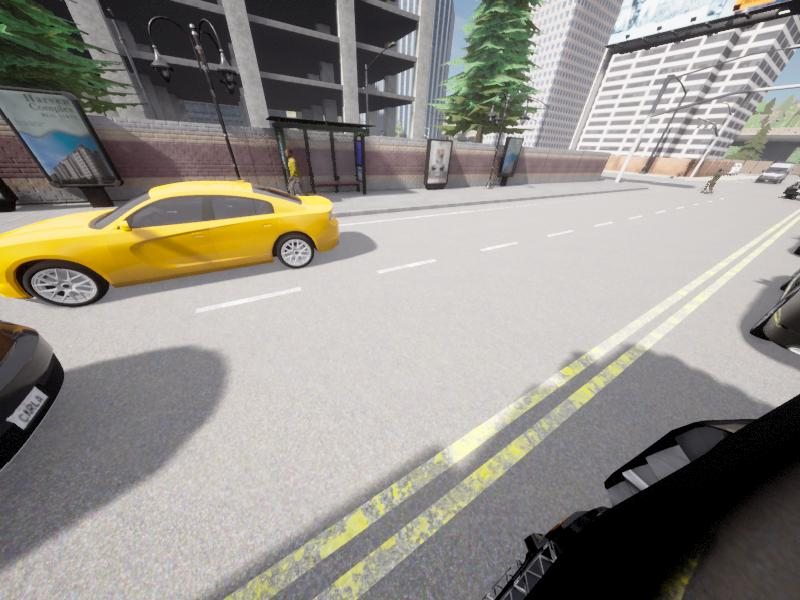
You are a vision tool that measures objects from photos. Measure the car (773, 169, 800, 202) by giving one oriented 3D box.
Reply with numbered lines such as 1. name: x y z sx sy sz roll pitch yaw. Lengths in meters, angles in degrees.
1. car: 33.130 -8.426 17.364 5.566 2.045 2.150 3 33 -1

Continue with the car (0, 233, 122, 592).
1. car: -4.772 1.161 0.480 4.892 1.490 1.837 -16 38 -26

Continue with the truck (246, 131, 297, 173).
1. truck: -10.481 -11.991 18.678 2.615 2.467 5.204 -16 38 -26

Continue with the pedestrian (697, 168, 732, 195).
1. pedestrian: 24.675 -9.320 18.179 0.751 1.860 0.751 -17 38 -27

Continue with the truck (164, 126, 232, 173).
1. truck: -14.207 -10.928 16.787 2.615 2.467 5.204 -16 38 -26

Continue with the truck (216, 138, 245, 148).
1. truck: -48.148 -44.738 65.703 6.274 2.098 2.390 -16 38 -26

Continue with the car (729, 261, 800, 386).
1. car: 7.289 -0.093 3.172 5.238 1.638 1.930 -16 38 -26

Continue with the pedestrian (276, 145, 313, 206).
1. pedestrian: -3.827 -4.509 8.443 0.751 1.860 0.751 -18 39 -29

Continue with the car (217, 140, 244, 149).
1. car: -44.602 -41.045 60.922 5.366 1.575 1.801 -16 38 -26

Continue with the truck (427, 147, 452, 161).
1. truck: 9.024 -33.889 53.463 2.627 2.467 5.204 -16 38 -26

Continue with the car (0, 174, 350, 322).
1. car: -3.724 -1.390 4.364 5.008 1.535 1.882 -16 38 -26

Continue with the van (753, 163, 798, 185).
1. van: 54.639 -18.392 33.603 5.915 2.561 1.988 -16 38 -26

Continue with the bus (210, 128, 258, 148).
1. bus: -48.602 -47.656 68.112 10.273 4.253 3.944 -16 38 -26

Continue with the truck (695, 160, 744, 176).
1. truck: 67.199 -27.900 48.714 2.615 2.467 5.204 -16 38 -26

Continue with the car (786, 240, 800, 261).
1. car: 13.676 -1.919 6.391 4.611 1.667 2.242 -16 38 -26
